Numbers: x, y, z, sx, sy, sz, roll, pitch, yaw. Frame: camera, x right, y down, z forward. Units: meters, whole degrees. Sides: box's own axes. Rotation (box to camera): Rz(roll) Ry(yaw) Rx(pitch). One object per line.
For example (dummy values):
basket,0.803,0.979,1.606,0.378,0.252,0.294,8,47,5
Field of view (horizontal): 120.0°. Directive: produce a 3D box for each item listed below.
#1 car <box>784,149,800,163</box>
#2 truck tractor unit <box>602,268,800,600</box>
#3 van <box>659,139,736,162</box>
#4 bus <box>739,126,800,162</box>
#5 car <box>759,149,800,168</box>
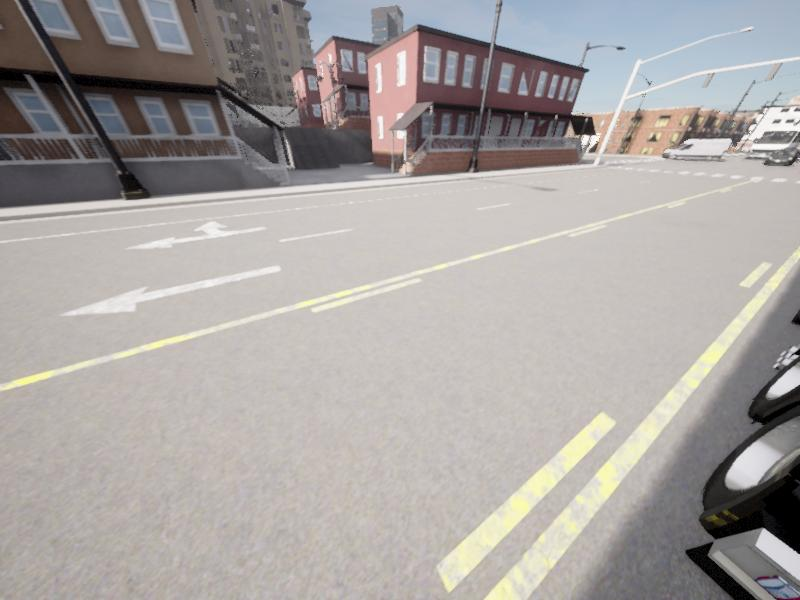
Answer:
car,55.406,-19.830,31.749,4.193,1.474,1.816,-18,39,-24
truck tractor unit,5.115,-0.295,0.780,6.516,4.208,3.053,-18,39,-24
van,41.859,-21.323,32.871,5.915,2.561,1.988,19,41,24
bus,58.603,-24.216,35.644,10.273,4.253,3.944,-19,39,-23
car,42.808,-15.855,25.805,3.988,1.617,1.851,-18,39,-24
